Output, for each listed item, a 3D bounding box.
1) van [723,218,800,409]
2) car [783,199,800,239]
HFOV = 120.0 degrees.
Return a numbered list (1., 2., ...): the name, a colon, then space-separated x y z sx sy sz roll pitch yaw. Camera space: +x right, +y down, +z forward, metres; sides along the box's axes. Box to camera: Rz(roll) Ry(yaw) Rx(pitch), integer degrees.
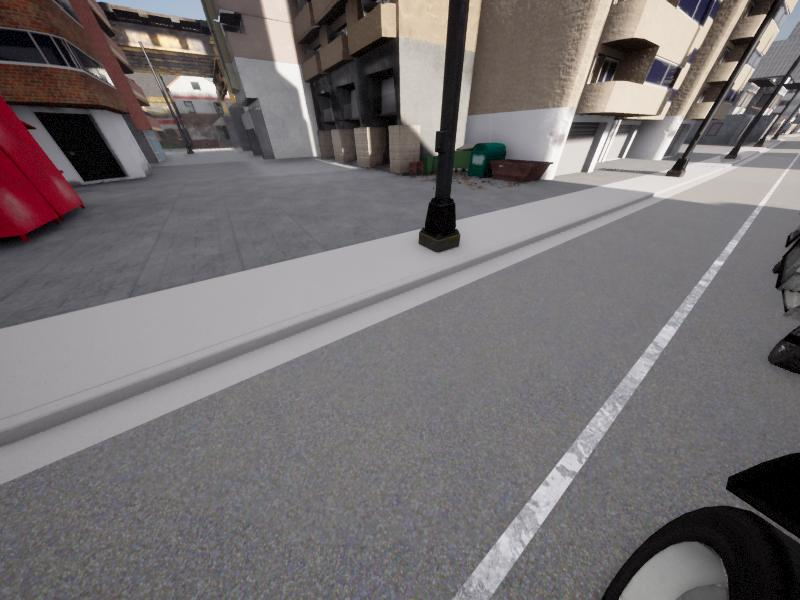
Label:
1. van: 7.036 -0.623 2.655 6.366 2.431 2.351 -22 40 -28
2. car: 13.143 -2.684 6.325 4.902 1.511 2.128 -22 40 -27
